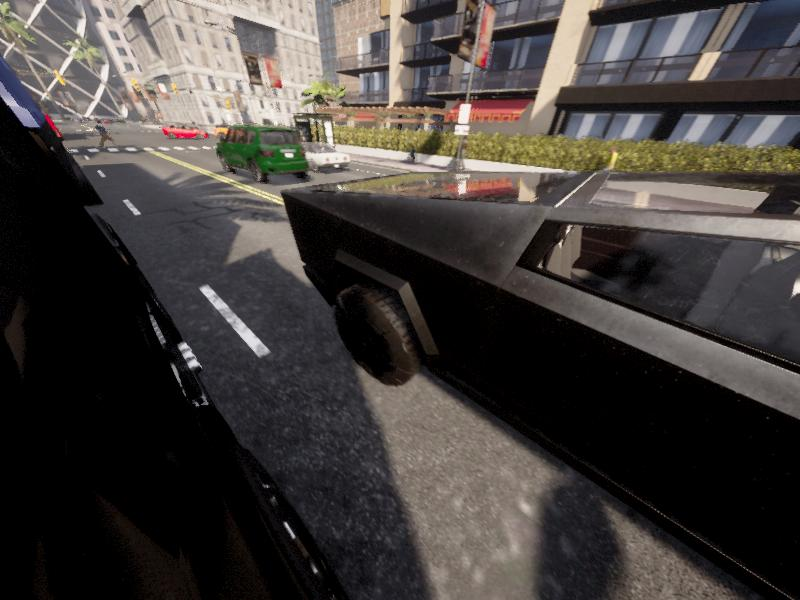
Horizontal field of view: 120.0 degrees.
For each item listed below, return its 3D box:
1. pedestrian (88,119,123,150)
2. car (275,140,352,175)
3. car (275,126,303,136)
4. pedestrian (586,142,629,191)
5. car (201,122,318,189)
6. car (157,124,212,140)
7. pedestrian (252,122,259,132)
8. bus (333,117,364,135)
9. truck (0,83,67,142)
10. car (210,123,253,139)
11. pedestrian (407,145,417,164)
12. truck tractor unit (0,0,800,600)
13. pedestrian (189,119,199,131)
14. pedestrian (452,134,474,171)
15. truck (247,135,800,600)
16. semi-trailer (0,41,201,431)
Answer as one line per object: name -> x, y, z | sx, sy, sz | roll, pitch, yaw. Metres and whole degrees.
pedestrian -> -21.781, -12.223, 17.094 | 0.751, 1.860, 0.751 | 25, 42, 27
car -> -5.235, -8.647, 13.870 | 4.718, 1.301, 1.895 | 28, 43, 30
car -> -23.339, -35.703, 48.896 | 1.837, 1.490, 4.892 | 28, 43, 29
pedestrian -> 9.684, -6.251, 10.845 | 0.751, 1.860, 0.751 | 26, 43, 28
car -> -6.635, -6.962, 10.885 | 5.566, 2.045, 2.150 | 28, 43, 29
car -> -26.902, -21.138, 29.065 | 4.514, 1.525, 2.007 | -12, 39, -18
pedestrian -> -32.583, -38.993, 52.119 | 0.751, 1.860, 0.751 | 29, 44, 31
bus -> -17.350, -58.722, 77.911 | 10.273, 4.253, 3.944 | 27, 43, 29
truck -> -34.819, -17.229, 21.373 | 8.468, 3.827, 2.891 | 28, 43, 30
car -> -24.511, -24.676, 33.750 | 4.553, 1.767, 2.097 | -26, 45, -33
pedestrian -> 0.858, -10.416, 16.510 | 0.500, 1.100, 0.500 | 25, 42, 27
truck tractor unit -> -2.645, -0.295, 0.351 | 6.516, 4.208, 3.053 | 28, 44, 30
pedestrian -> -41.290, -35.099, 46.323 | 0.751, 1.860, 0.751 | 28, 44, 30
pedestrian -> 3.921, -9.222, 14.466 | 0.751, 1.860, 0.751 | 26, 42, 28
truck -> 1.898, 0.267, 1.678 | 6.274, 2.098, 2.390 | 28, 43, 30
semi-trailer -> -8.703, -3.594, 4.235 | 14.254, 4.402, 2.717 | 28, 43, 30
